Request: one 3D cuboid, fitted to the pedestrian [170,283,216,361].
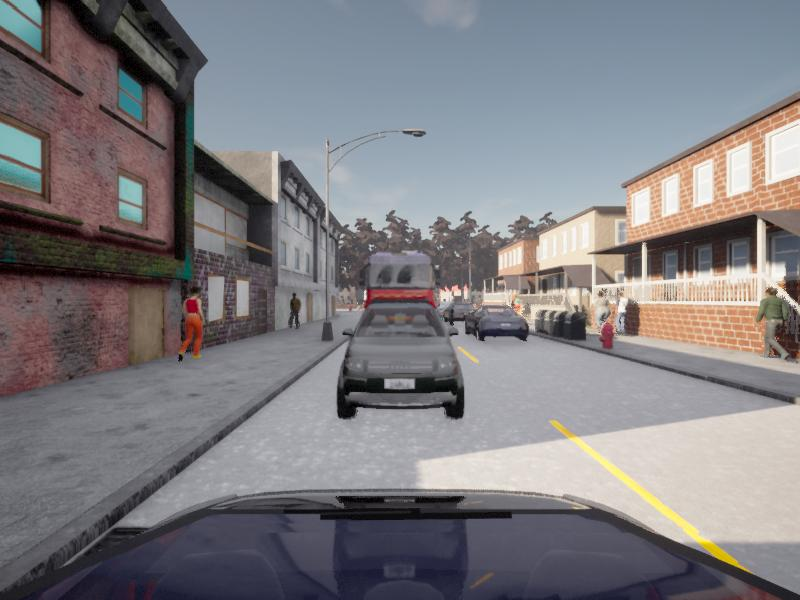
[{"bbox_3d":[-5.131,0.533,9.951,0.751,1.860,0.751,0,0,2],"label":"pedestrian"}]

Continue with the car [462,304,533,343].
[{"bbox_3d":[3.988,0.907,17.107,1.994,1.385,4.181,0,0,0],"label":"car"}]

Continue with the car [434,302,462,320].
[{"bbox_3d":[3.915,0.870,33.546,1.812,1.442,4.674,0,0,0],"label":"car"}]

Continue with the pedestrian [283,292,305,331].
[{"bbox_3d":[-5.077,0.533,19.243,0.751,1.860,0.751,0,0,17],"label":"pedestrian"}]

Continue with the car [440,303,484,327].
[{"bbox_3d":[3.970,0.895,26.452,2.033,1.411,5.357,0,0,0],"label":"car"}]

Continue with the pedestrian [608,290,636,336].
[{"bbox_3d":[9.230,0.533,16.686,0.751,1.860,0.751,0,0,0],"label":"pedestrian"}]

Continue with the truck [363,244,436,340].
[{"bbox_3d":[-0.026,-0.319,20.155,2.891,3.827,8.468,0,0,0],"label":"truck"}]

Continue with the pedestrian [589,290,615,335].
[{"bbox_3d":[8.566,0.514,17.013,0.751,1.860,0.751,0,0,5],"label":"pedestrian"}]

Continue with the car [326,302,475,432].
[{"bbox_3d":[0.004,0.816,6.651,1.789,1.549,3.705,0,0,0],"label":"car"}]

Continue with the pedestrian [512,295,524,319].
[{"bbox_3d":[9.305,0.533,31.562,0.751,1.860,0.751,0,0,-1],"label":"pedestrian"}]

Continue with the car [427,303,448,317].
[{"bbox_3d":[3.709,0.944,40.026,1.895,1.301,4.718,0,0,3],"label":"car"}]

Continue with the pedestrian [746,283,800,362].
[{"bbox_3d":[9.213,0.533,9.856,0.751,1.860,0.751,0,0,2],"label":"pedestrian"}]
